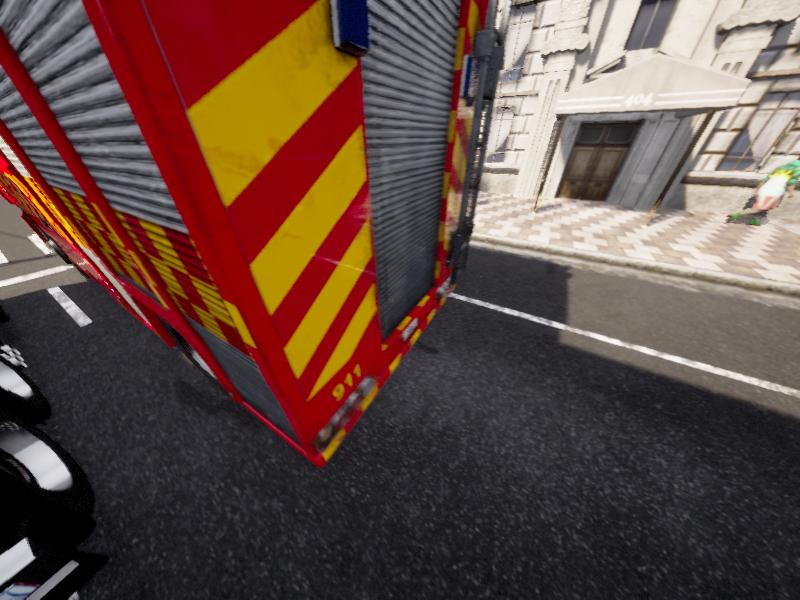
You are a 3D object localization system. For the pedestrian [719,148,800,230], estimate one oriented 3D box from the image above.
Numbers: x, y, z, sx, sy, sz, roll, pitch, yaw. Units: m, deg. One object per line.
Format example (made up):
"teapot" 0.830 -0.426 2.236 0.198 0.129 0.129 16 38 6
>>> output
"pedestrian" 10.122 -2.986 6.267 0.751 1.860 0.751 15 38 21

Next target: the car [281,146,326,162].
"car" -12.397 -19.140 30.178 1.801 1.575 5.366 18 39 25

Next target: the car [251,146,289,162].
"car" -16.702 -18.913 29.907 1.789 1.549 3.705 18 39 25

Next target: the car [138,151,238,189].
"car" -13.261 -8.624 15.054 2.152 1.651 5.027 -3 35 -3

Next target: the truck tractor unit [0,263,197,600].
"truck tractor unit" -5.109 -0.304 0.779 6.516 4.208 3.053 18 39 24

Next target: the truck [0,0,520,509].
"truck" -3.372 -1.925 3.439 8.468 3.827 2.891 18 39 25
